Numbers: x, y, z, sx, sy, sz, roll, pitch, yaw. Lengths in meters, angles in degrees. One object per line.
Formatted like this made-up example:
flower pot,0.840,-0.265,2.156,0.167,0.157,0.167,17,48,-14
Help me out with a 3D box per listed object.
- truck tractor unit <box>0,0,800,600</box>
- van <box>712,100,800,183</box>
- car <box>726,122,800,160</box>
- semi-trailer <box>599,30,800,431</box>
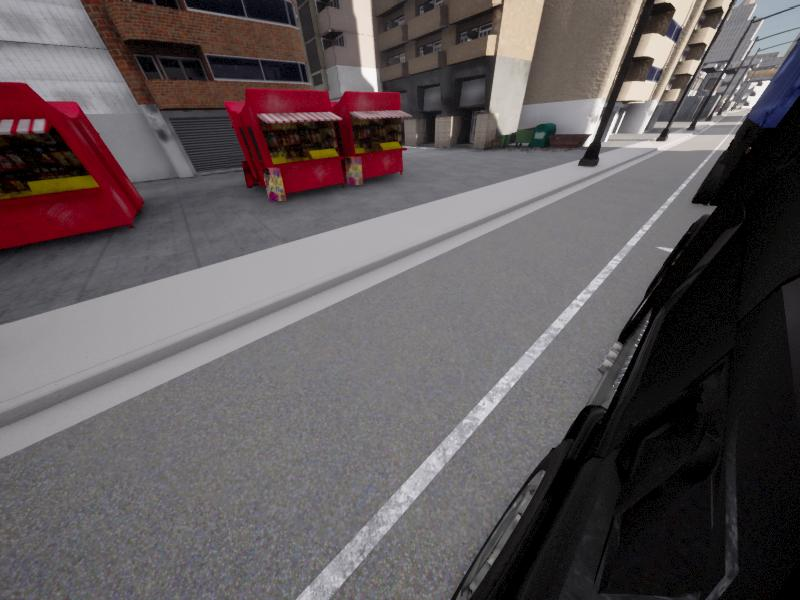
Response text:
truck tractor unit,2.645,-0.295,0.351,6.516,4.208,3.053,-28,44,-30
van,16.399,-6.999,9.957,6.366,2.431,2.351,-28,44,-30
car,22.055,-9.674,13.940,4.902,1.511,2.128,-28,44,-30
semi-trailer,8.635,-3.647,4.288,14.254,4.402,2.717,-29,44,-30
